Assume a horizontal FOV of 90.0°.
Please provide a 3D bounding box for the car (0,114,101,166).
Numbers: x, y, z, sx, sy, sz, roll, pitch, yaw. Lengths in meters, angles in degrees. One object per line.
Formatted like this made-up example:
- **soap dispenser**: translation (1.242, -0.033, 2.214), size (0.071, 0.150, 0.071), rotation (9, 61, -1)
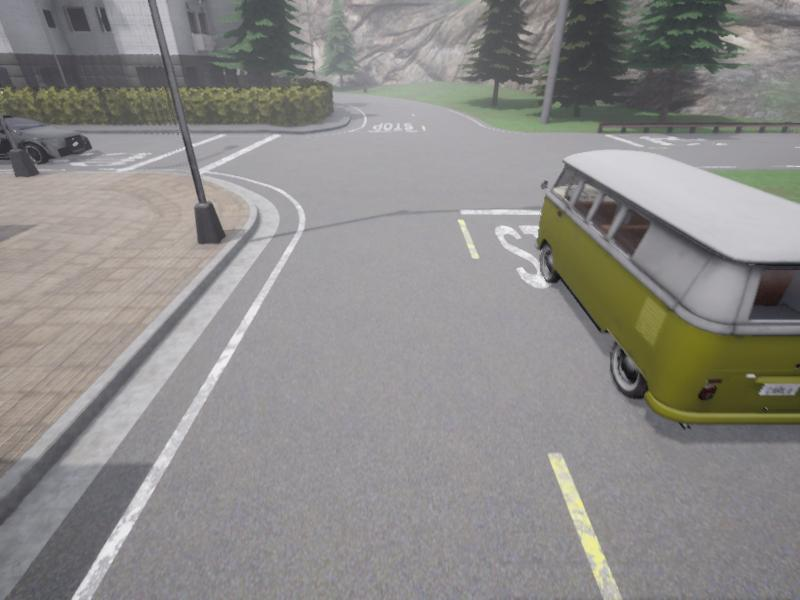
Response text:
- **car**: translation (-13.348, -5.587, 13.866), size (4.181, 1.385, 1.994), rotation (-1, 30, -1)

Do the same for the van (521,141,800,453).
- **van**: translation (3.142, -0.590, 5.050), size (1.775, 1.987, 4.442), rotation (0, 30, 0)
